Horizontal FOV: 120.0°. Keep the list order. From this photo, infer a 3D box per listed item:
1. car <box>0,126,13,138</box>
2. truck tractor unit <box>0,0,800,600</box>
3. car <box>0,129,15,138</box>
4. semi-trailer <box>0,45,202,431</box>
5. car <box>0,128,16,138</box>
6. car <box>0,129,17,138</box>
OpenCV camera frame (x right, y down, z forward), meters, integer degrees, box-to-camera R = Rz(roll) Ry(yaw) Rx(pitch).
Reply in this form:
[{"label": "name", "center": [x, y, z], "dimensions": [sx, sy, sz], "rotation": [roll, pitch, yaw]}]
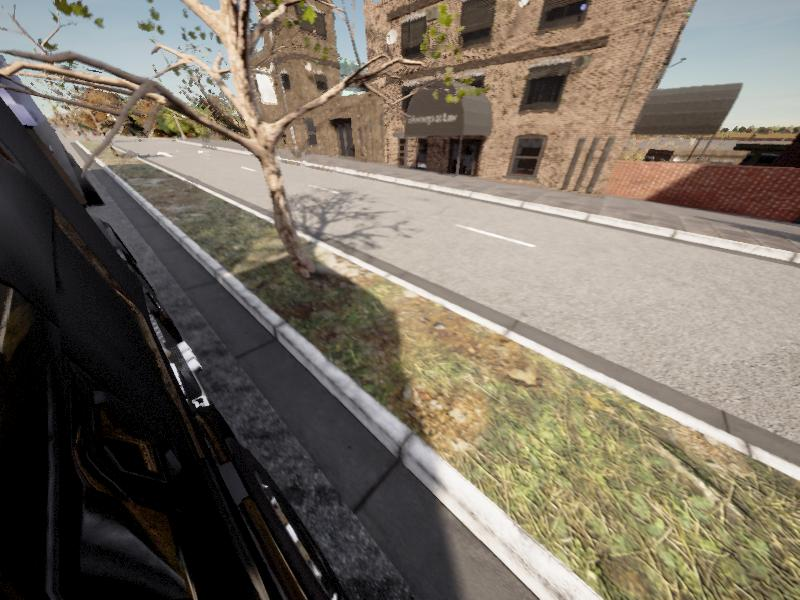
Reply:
[{"label": "car", "center": [-83.428, -34.109, 46.811], "dimensions": [1.878, 1.987, 4.442], "rotation": [12, 38, 16]}, {"label": "truck tractor unit", "center": [-2.645, -0.295, 0.351], "dimensions": [6.516, 4.208, 3.053], "rotation": [28, 44, 30]}, {"label": "car", "center": [-85.755, -34.949, 48.401], "dimensions": [2.163, 1.488, 4.792], "rotation": [12, 38, 16]}, {"label": "semi-trailer", "center": [-8.709, -3.572, 4.257], "dimensions": [14.254, 4.402, 2.717], "rotation": [28, 44, 30]}, {"label": "car", "center": [-81.121, -32.838, 45.443], "dimensions": [1.946, 1.575, 5.366], "rotation": [12, 38, 16]}, {"label": "car", "center": [-88.093, -36.017, 49.815], "dimensions": [1.946, 1.575, 5.366], "rotation": [12, 38, 16]}]
